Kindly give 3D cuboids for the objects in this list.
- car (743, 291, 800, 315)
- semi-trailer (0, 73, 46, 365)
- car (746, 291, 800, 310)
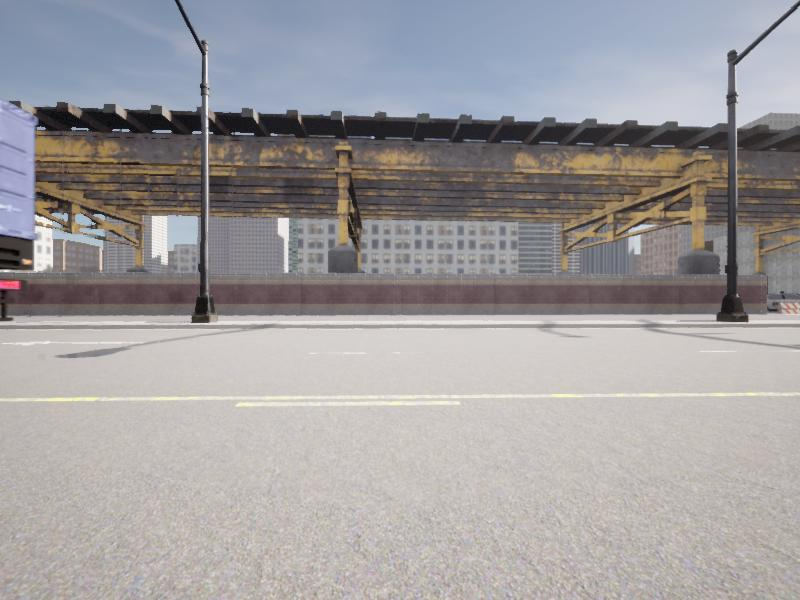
[{"bbox_3d":[27.003,0.196,27.666,4.974,1.542,2.038,0,0,42],"label":"car"},{"bbox_3d":[-13.144,-1.219,5.276,14.254,4.402,2.717,0,0,-2],"label":"semi-trailer"},{"bbox_3d":[26.964,0.038,27.700,4.536,1.218,1.853,0,0,42],"label":"car"}]
